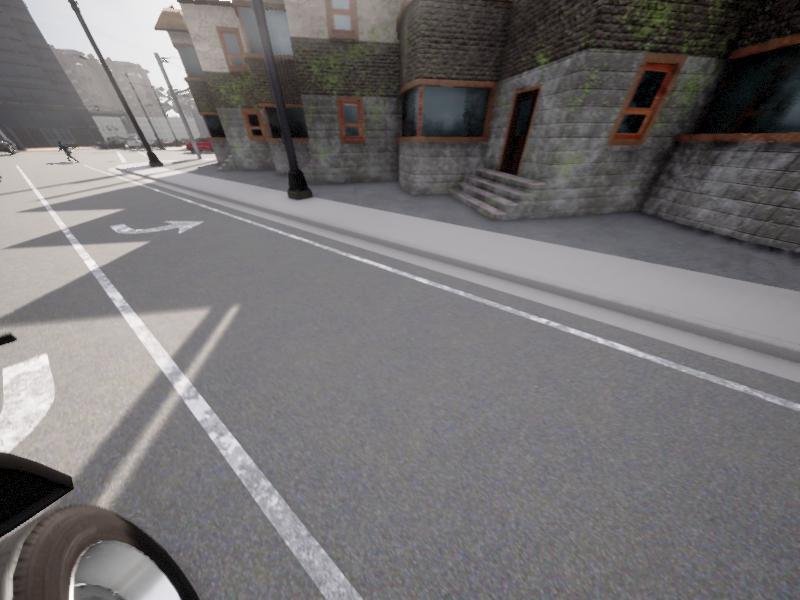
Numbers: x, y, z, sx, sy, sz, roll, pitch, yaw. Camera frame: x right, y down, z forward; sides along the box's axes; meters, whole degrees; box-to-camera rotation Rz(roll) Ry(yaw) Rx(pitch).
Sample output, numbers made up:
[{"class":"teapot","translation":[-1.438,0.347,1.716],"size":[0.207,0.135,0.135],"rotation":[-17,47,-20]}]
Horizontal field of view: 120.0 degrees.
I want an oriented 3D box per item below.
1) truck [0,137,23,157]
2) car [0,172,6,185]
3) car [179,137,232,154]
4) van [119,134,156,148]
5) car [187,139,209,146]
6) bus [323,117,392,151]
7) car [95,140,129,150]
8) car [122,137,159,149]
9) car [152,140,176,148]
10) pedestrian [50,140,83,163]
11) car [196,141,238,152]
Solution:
[{"class":"truck","translation":[-51.707,-18.888,28.493],"size":[2.390,2.098,6.274],"rotation":[-14,38,-20]},{"class":"car","translation":[-24.411,-7.302,12.948],"size":[4.718,1.301,1.895],"rotation":[22,41,28]},{"class":"car","translation":[-29.919,-24.014,35.844],"size":[5.566,2.045,2.150],"rotation":[-6,36,-8]},{"class":"van","translation":[-58.463,-35.600,51.717],"size":[1.988,2.561,5.915],"rotation":[-5,36,-8]},{"class":"car","translation":[-57.199,-44.778,65.511],"size":[1.930,1.638,5.238],"rotation":[-2,35,-3]},{"class":"bus","translation":[-6.751,-27.421,38.241],"size":[10.273,4.253,3.944],"rotation":[-7,36,-7]},{"class":"car","translation":[-57.237,-30.907,45.998],"size":[1.816,1.474,4.193],"rotation":[-5,36,-8]},{"class":"car","translation":[-54.252,-32.990,48.477],"size":[2.150,2.045,5.566],"rotation":[-5,36,-8]},{"class":"car","translation":[-55.423,-36.841,54.422],"size":[1.816,1.474,4.193],"rotation":[-5,36,-8]},{"class":"pedestrian","translation":[-32.003,-14.265,22.188],"size":[0.751,1.860,0.751],"rotation":[-7,36,-10]},{"class":"car","translation":[-30.544,-25.796,38.811],"size":[5.008,1.535,1.882],"rotation":[-6,35,-8]}]
